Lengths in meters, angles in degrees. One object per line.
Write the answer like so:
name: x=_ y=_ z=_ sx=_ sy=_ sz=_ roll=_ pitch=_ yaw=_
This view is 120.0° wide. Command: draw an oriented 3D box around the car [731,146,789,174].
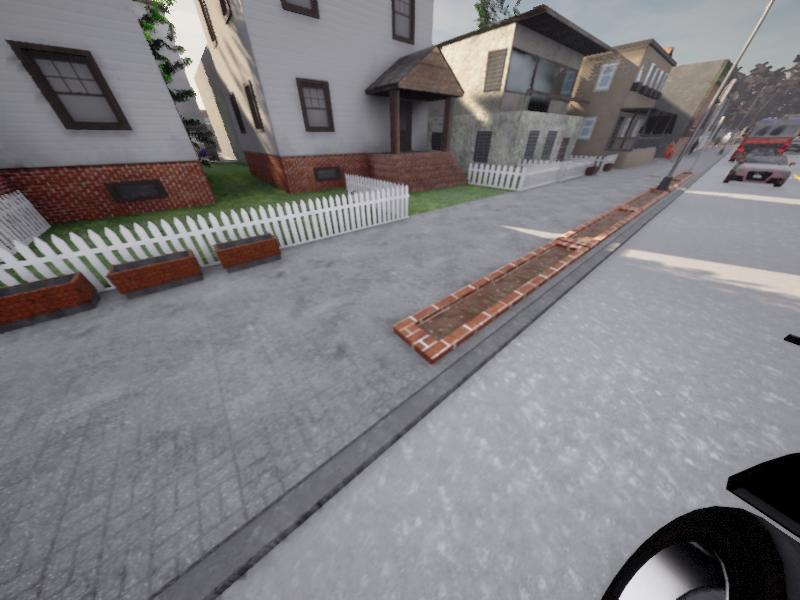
car: x=27.613 y=-10.890 z=17.826 sx=3.705 sy=1.549 sz=1.789 roll=-25 pitch=42 yaw=-31

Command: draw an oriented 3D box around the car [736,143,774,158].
car: x=45.920 y=-19.476 z=29.952 sx=4.792 sy=1.488 sz=2.163 roll=-25 pitch=42 yaw=-31

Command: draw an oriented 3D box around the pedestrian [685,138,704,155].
pedestrian: x=38.963 y=-20.274 z=30.581 sx=0.751 sy=1.860 sz=0.751 roll=-25 pitch=42 yaw=-31

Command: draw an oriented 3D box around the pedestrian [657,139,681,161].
pedestrian: x=27.496 y=-15.329 z=23.644 sx=0.751 sy=1.860 sz=0.751 roll=-19 pitch=39 yaw=-24

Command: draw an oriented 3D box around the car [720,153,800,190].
car: x=20.151 y=-7.300 z=12.948 sx=4.181 sy=1.385 sz=1.994 roll=-25 pitch=42 yaw=-31

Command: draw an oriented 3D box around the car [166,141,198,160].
car: x=-28.055 y=-19.390 z=29.892 sx=1.905 sy=1.878 sz=3.866 roll=-18 pitch=39 yaw=-23

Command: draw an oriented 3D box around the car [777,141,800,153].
car: x=63.875 y=-24.981 z=37.595 sx=4.974 sy=1.542 sz=2.038 roll=-25 pitch=42 yaw=-31

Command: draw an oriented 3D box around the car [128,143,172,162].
car: x=-30.314 y=-18.065 z=28.211 sx=2.242 sy=1.667 sz=4.611 roll=-18 pitch=39 yaw=-23

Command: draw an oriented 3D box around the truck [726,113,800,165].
truck: x=36.943 y=-16.214 z=23.350 sx=8.468 sy=3.827 sz=2.891 roll=-25 pitch=42 yaw=-31
